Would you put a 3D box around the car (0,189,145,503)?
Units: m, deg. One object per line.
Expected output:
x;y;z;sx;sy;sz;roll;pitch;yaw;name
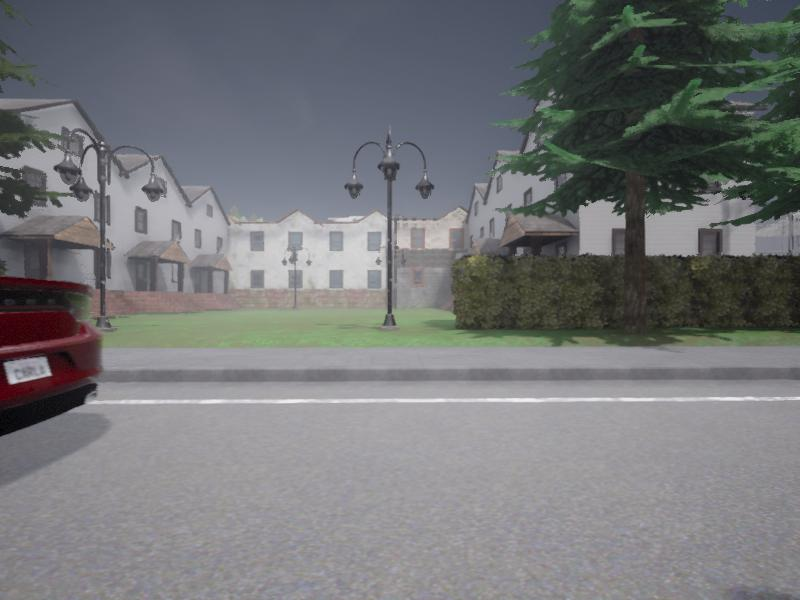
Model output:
-4.468;0.230;2.123;5.008;1.535;1.882;0;0;-1;car

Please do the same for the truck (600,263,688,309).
22.196;-1.147;37.180;2.891;3.827;8.468;0;0;-1;truck

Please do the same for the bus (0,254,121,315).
-28.448;-1.112;32.842;3.944;4.253;10.273;0;0;0;bus
